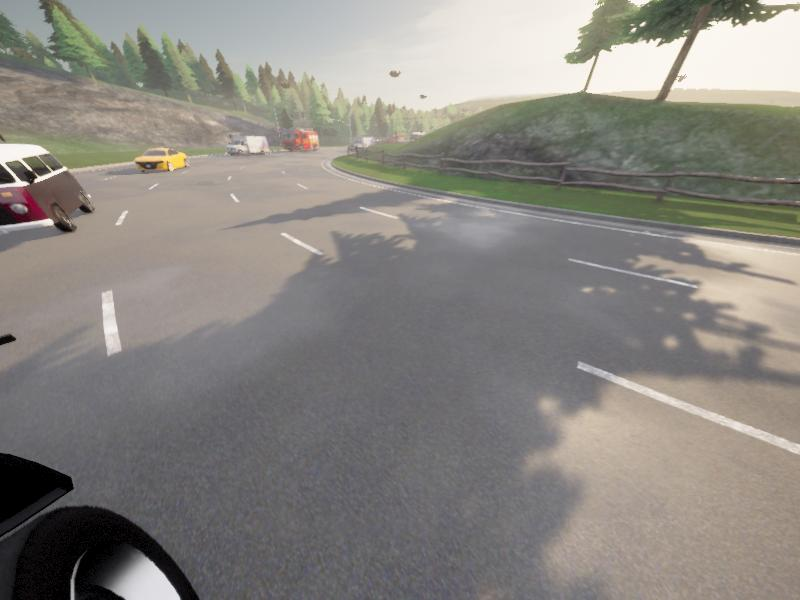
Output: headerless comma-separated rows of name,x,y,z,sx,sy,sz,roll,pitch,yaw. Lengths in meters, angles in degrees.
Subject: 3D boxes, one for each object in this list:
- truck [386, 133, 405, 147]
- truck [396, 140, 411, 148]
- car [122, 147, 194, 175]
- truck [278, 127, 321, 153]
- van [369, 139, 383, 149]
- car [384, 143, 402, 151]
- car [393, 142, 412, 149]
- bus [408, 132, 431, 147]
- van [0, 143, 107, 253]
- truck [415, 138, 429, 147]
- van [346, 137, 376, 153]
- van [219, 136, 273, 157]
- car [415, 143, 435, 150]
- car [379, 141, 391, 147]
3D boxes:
truck,-1.418,-57.901,83.657,2.891,3.827,8.468,18,39,24
truck,1.158,-51.589,76.146,2.390,2.098,6.274,17,38,22
car,-18.813,-11.152,18.343,1.882,1.535,5.008,-11,36,-15
truck,-19.398,-31.412,45.395,2.891,3.827,8.468,8,36,11
van,-6.359,-41.867,62.127,2.069,2.038,4.480,13,38,17
car,-1.712,-36.726,55.426,4.181,1.385,1.994,0,35,0
car,0.732,-42.979,64.211,5.027,1.651,2.152,5,35,7
bus,7.259,-58.503,84.268,3.944,4.253,10.273,18,39,24
van,-10.662,-3.016,6.345,2.069,2.038,4.480,-24,43,-31
truck,7.456,-54.056,79.464,2.627,2.467,5.204,18,38,24
van,-7.924,-32.205,47.932,2.351,2.431,6.366,13,36,27
van,-22.768,-23.061,34.589,2.351,2.431,6.366,11,36,14
car,6.885,-42.000,63.021,4.792,1.488,2.163,15,38,20
car,-5.495,-56.950,84.159,2.152,1.651,5.027,18,38,23
